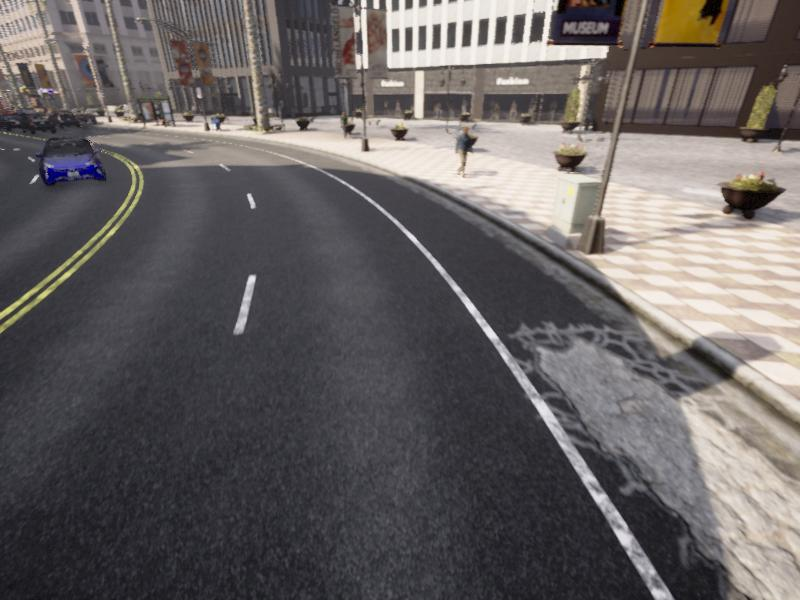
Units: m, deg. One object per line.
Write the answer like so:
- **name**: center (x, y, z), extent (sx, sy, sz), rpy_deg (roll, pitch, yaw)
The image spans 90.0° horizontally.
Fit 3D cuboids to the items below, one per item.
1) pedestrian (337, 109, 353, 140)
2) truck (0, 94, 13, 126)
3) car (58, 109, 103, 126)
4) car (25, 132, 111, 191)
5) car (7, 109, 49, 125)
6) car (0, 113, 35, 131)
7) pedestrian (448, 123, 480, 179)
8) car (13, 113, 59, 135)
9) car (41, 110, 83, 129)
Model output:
- **pedestrian**: center (-3.775, -11.954, 27.299), extent (0.751, 1.860, 0.751), rpy_deg (-13, 30, -23)
- **truck**: center (-47.121, -21.630, 44.614), extent (8.468, 3.827, 2.891), rpy_deg (19, 33, 32)
- **car**: center (-36.079, -20.660, 45.145), extent (4.892, 1.521, 2.231), rpy_deg (19, 33, 32)
- **car**: center (-13.056, -5.664, 15.968), extent (2.007, 1.525, 4.514), rpy_deg (-17, 32, -30)
- **car**: center (-43.165, -21.268, 46.406), extent (4.902, 1.511, 2.128), rpy_deg (19, 33, 32)
- **car**: center (-37.791, -17.399, 39.036), extent (4.181, 1.385, 1.994), rpy_deg (19, 33, 32)
- **pedestrian**: center (2.339, -5.496, 14.765), extent (0.751, 1.860, 0.751), rpy_deg (-10, 29, -17)
- **car**: center (-31.911, -15.488, 35.089), extent (3.705, 1.549, 1.789), rpy_deg (19, 33, 32)
- **car**: center (-34.187, -18.289, 40.466), extent (3.988, 1.617, 1.851), rpy_deg (19, 33, 32)
